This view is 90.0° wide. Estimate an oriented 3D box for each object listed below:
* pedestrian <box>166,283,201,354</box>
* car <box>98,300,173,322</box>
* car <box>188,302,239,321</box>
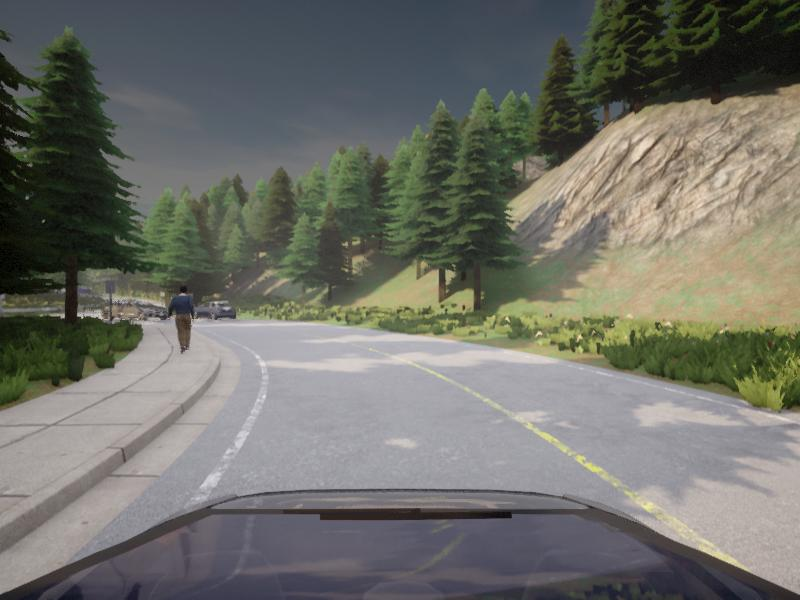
[{"bbox_3d":[-5.937,0.492,11.002,0.751,1.860,0.751,0,0,-21],"label":"pedestrian"},{"bbox_3d":[-20.515,0.798,31.083,5.027,1.651,2.152,0,0,16],"label":"car"},{"bbox_3d":[-15.126,0.872,32.359,3.806,1.475,1.970,0,0,32],"label":"car"}]
